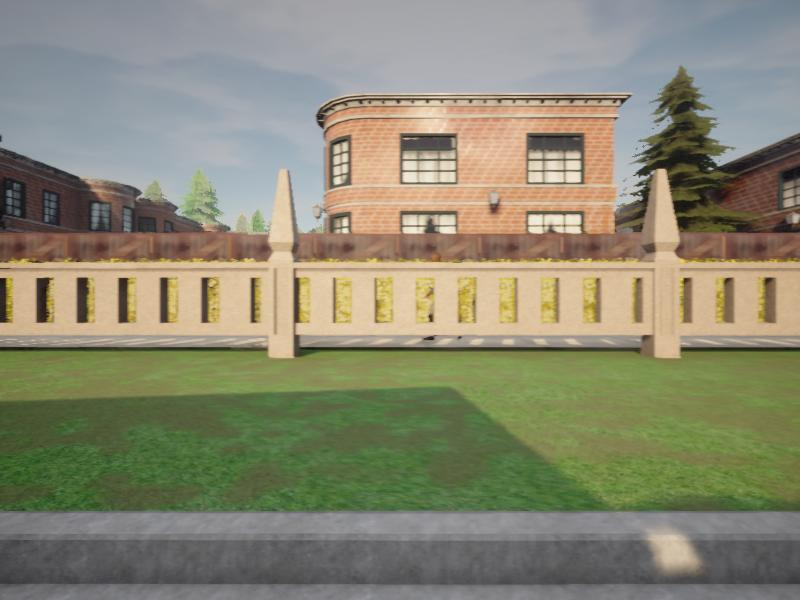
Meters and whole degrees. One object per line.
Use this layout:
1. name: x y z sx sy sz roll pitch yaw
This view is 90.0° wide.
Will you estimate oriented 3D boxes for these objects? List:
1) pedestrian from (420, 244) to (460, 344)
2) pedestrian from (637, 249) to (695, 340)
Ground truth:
1. pedestrian: 0.780 -0.115 7.856 0.751 1.860 0.751 0 0 5
2. pedestrian: 5.705 -0.114 8.621 0.751 1.860 0.751 0 0 0
